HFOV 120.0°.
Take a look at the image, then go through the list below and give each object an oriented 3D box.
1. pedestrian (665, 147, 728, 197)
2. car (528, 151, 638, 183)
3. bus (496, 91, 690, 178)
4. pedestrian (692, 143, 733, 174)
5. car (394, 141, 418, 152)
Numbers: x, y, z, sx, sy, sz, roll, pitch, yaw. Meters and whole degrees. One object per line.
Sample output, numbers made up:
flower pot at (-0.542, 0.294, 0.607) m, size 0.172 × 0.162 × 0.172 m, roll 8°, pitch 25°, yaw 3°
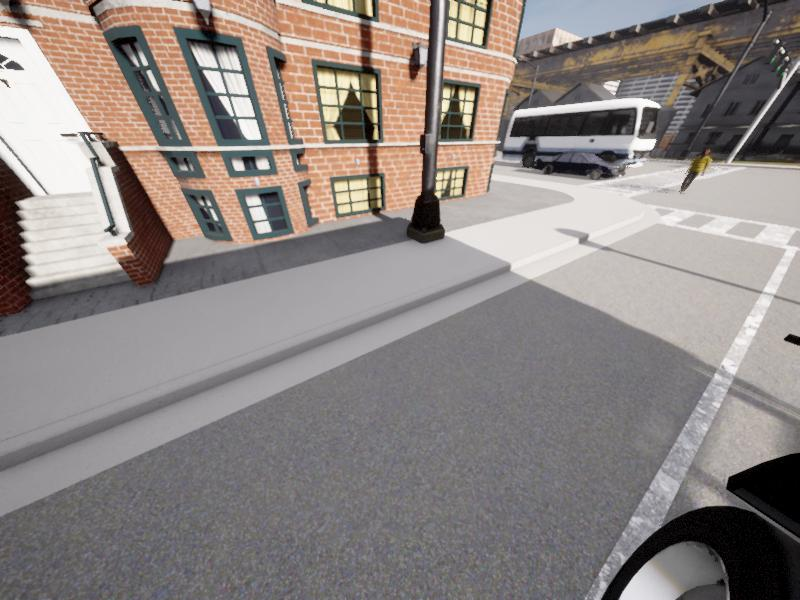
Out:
pedestrian at (13.121, -5.706, 10.294) m, size 0.751 × 1.860 × 0.751 m, roll -13°, pitch 37°, yaw -17°
car at (11.968, -9.172, 15.667) m, size 2.033 × 1.411 × 5.357 m, roll -20°, pitch 40°, yaw -26°
bus at (13.617, -12.759, 18.276) m, size 3.944 × 4.253 × 10.273 m, roll -20°, pitch 39°, yaw -26°
pedestrian at (22.447, -10.216, 16.647) m, size 0.751 × 1.860 × 0.751 m, roll 4°, pitch 35°, yaw 6°
car at (1.083, -30.519, 45.805) m, size 1.930 × 1.638 × 5.238 m, roll -22°, pitch 41°, yaw -28°
